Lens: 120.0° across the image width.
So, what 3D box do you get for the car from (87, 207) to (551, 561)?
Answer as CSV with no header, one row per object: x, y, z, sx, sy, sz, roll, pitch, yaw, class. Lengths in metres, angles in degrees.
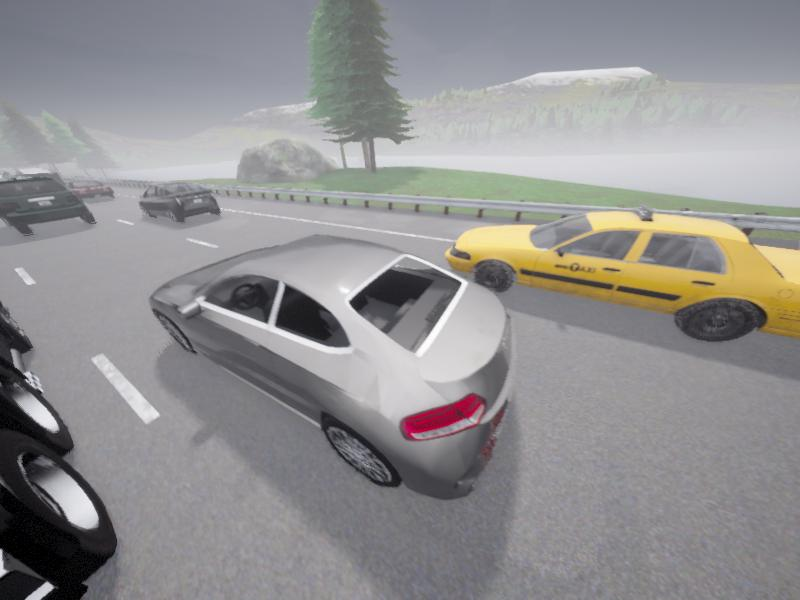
-1.185,0.055,3.054,5.027,1.651,2.152,16,38,25,car

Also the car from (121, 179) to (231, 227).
-10.726,-4.792,11.104,4.514,1.525,2.007,16,38,25,car

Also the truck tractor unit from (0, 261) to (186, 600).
-5.182,-0.155,1.043,6.516,4.208,3.053,12,32,29,truck tractor unit

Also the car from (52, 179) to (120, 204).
-24.091,-8.424,17.721,4.718,1.301,1.895,16,38,25,car

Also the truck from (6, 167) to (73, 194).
-37.747,-12.565,24.191,6.274,2.098,2.390,16,38,25,truck

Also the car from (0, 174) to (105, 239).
-16.507,-4.402,10.445,5.566,2.045,2.150,15,37,26,car

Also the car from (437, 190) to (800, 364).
3.555,-0.829,4.085,5.366,1.575,1.801,15,38,25,car

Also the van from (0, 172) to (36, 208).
-29.619,-8.048,16.874,4.480,2.038,2.069,16,38,25,van

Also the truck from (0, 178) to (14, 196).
-41.516,-11.554,22.585,5.204,2.467,2.627,15,37,26,truck
